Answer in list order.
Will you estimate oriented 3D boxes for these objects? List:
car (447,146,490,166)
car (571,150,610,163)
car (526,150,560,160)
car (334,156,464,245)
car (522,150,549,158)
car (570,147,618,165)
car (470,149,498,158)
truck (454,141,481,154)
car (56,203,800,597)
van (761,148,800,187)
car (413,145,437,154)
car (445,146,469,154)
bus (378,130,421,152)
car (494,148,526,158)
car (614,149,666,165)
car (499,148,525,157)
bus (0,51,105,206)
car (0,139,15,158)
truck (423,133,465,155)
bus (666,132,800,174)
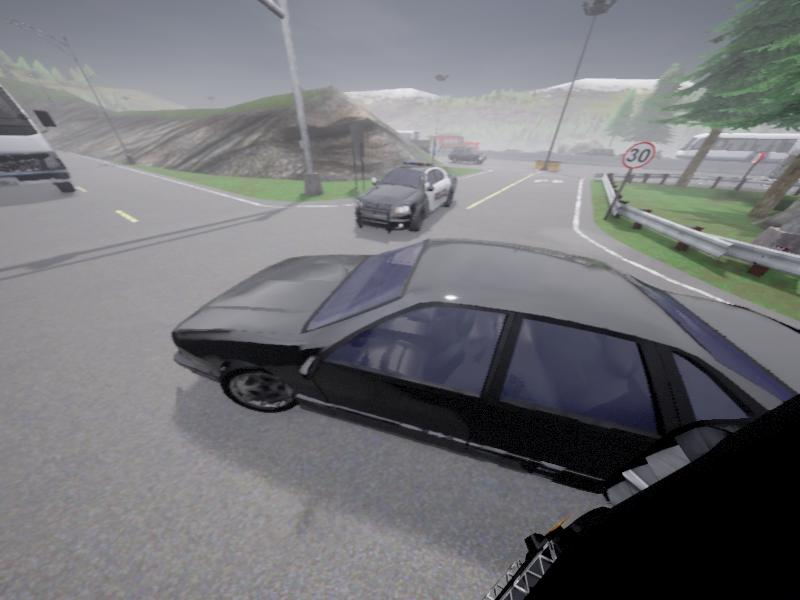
[{"bbox_3d":[8.562,-18.261,29.149,4.605,1.855,1.932,24,40,28],"label":"car"},{"bbox_3d":[33.097,-25.020,40.276,4.856,1.649,2.033,22,39,27],"label":"car"},{"bbox_3d":[28.591,-29.157,46.269,5.357,1.411,2.033,22,40,27],"label":"car"},{"bbox_3d":[0.380,-3.618,7.624,2.038,1.542,4.974,17,39,21],"label":"car"},{"bbox_3d":[28.991,-31.355,49.555,4.718,1.301,1.895,22,39,27],"label":"car"},{"bbox_3d":[31.396,-23.483,37.607,5.566,2.045,2.150,22,40,27],"label":"car"},{"bbox_3d":[16.622,-29.179,45.839,4.718,1.301,1.895,22,39,27],"label":"car"},{"bbox_3d":[16.310,-37.004,56.122,5.204,2.467,2.627,22,39,27],"label":"truck"},{"bbox_3d":[0.632,0.271,2.166,5.357,1.411,2.033,10,35,11],"label":"car"},{"bbox_3d":[34.722,-10.319,18.258,5.915,2.561,1.988,22,40,27],"label":"van"},{"bbox_3d":[5.532,-33.771,51.811,4.892,1.490,1.837,22,40,27],"label":"car"},{"bbox_3d":[13.423,-35.374,54.477,4.902,1.511,2.128,22,39,27],"label":"car"},{"bbox_3d":[-0.259,-39.599,57.551,10.273,4.253,3.944,22,39,27],"label":"bus"},{"bbox_3d":[21.957,-29.530,46.341,5.366,1.575,1.801,22,39,27],"label":"car"},{"bbox_3d":[40.763,-24.477,39.474,5.566,2.045,2.150,22,40,27],"label":"car"},{"bbox_3d":[24.986,-33.068,51.679,4.892,1.490,1.837,22,39,27],"label":"car"},{"bbox_3d":[-17.940,-7.090,9.663,10.273,4.253,3.944,22,40,27],"label":"bus"},{"bbox_3d":[-38.285,-14.188,21.413,4.514,1.525,2.007,22,39,27],"label":"car"},{"bbox_3d":[9.853,-35.392,52.302,8.468,3.827,2.891,22,39,27],"label":"truck"},{"bbox_3d":[46.127,-20.729,32.348,10.273,4.253,3.944,22,39,27],"label":"bus"}]
